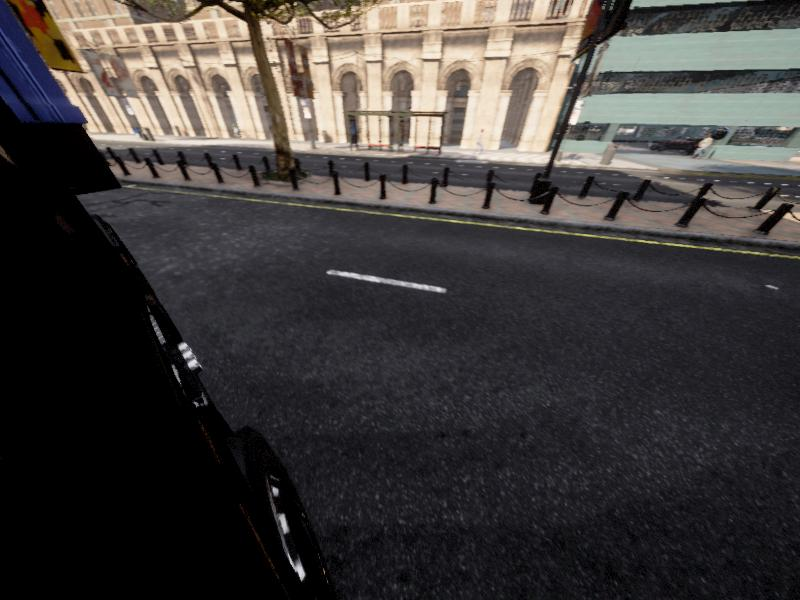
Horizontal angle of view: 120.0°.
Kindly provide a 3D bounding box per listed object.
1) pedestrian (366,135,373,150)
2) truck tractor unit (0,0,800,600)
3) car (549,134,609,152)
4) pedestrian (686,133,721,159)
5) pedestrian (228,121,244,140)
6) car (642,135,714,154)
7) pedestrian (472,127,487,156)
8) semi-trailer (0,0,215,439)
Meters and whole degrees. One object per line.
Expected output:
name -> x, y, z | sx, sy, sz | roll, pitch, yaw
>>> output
pedestrian -> -2.769, -14.362, 21.078 | 0.500, 1.100, 0.500 | 9, 38, 10
truck tractor unit -> -2.645, -0.295, 0.351 | 6.516, 4.208, 3.053 | 28, 44, 30
car -> 20.070, -17.807, 26.166 | 4.786, 1.482, 2.161 | 10, 38, 11
pedestrian -> 26.538, -13.471, 20.249 | 0.751, 1.860, 0.751 | 6, 38, 6
pedestrian -> -20.148, -20.913, 28.463 | 0.751, 1.860, 0.751 | 10, 38, 11
car -> 32.330, -18.239, 27.069 | 4.902, 1.511, 2.128 | 10, 38, 11
pedestrian -> 6.550, -13.021, 19.001 | 0.751, 1.860, 0.751 | 11, 38, 12
semi-trailer -> -9.753, -2.494, 2.834 | 14.254, 4.402, 2.717 | 13, 38, 15
